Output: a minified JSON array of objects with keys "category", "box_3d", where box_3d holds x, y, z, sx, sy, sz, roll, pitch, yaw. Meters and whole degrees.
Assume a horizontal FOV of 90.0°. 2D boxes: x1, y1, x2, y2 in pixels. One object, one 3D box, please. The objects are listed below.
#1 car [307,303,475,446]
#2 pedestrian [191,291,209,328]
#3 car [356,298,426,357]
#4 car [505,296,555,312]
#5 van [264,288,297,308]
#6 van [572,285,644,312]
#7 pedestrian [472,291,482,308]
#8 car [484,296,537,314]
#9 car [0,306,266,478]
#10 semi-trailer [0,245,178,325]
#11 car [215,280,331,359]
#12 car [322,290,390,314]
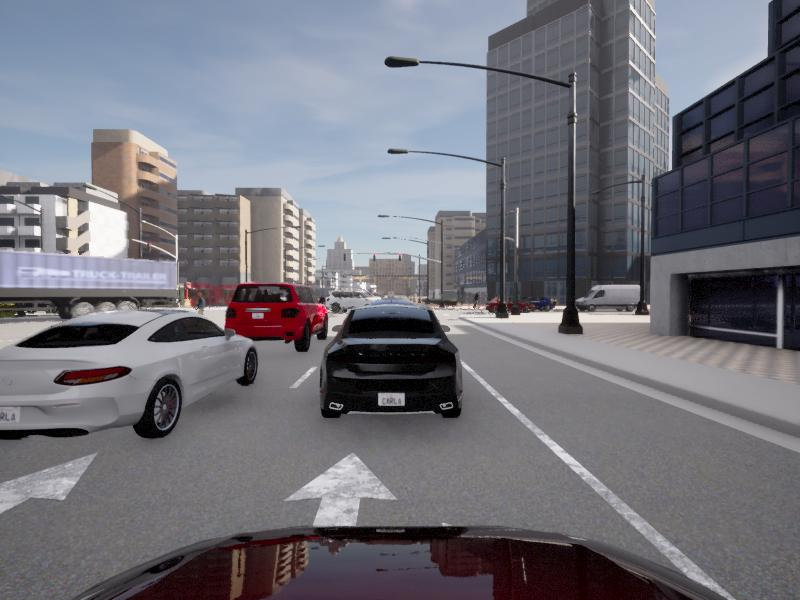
[{"category":"car","box_3d":[-0.149,0.835,6.827,1.837,1.490,4.892,0,0,-1]},{"category":"pedestrian","box_3d":[-10.245,0.457,20.489,0.751,1.860,0.751,-1,1,-30]},{"category":"car","box_3d":[-0.289,0.737,13.310,1.882,1.535,5.008,0,1,-1]},{"category":"car","box_3d":[12.427,0.376,38.379,4.193,1.474,1.816,0,1,-1]},{"category":"van","box_3d":[-15.145,-0.233,51.184,2.351,2.431,6.366,0,0,-1]},{"category":"van","box_3d":[19.906,-0.155,38.479,5.915,2.561,1.988,0,1,-1]},{"category":"pedestrian","box_3d":[8.179,-0.066,42.494,0.751,1.860,0.751,0,1,-20]},{"category":"car","box_3d":[9.604,0.436,34.960,4.193,1.474,1.816,0,1,0]},{"category":"car","box_3d":[-3.631,0.861,5.908,1.812,1.442,4.674,0,0,-1]},{"category":"semi-trailer","box_3d":[-21.730,-0.875,24.704,2.717,4.402,14.254,1,2,35]},{"category":"car","box_3d":[-3.796,0.479,13.206,2.150,2.045,5.566,0,1,-1]},{"category":"car","box_3d":[-3.874,0.153,35.482,5.566,2.045,2.150,0,1,16]}]
